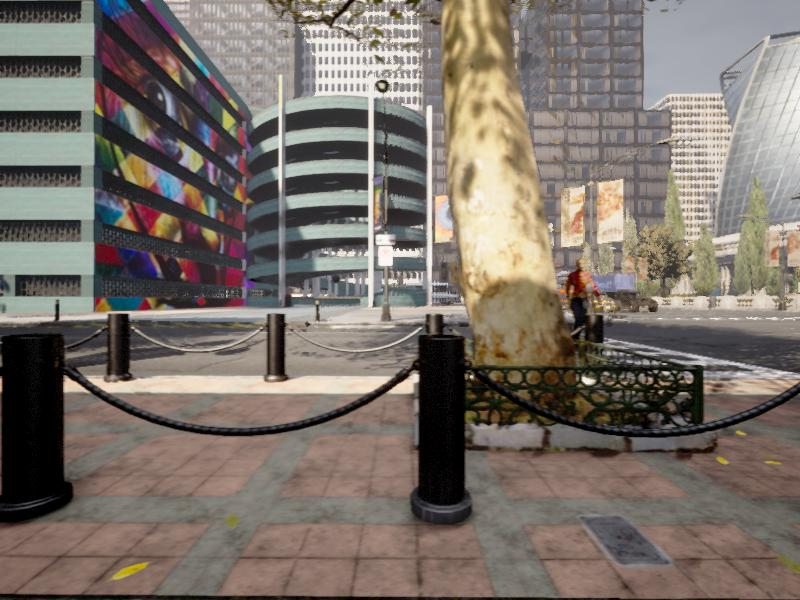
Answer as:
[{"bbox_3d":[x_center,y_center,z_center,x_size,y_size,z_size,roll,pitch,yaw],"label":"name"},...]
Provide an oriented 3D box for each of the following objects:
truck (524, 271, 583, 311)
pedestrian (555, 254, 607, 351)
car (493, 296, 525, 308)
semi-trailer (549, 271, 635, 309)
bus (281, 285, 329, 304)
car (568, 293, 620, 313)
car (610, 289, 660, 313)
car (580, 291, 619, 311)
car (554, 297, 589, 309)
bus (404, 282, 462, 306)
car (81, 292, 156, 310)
[{"bbox_3d":[15.967,-0.900,42.436,2.891,3.827,8.468,0,0,-1],"label":"truck"},{"bbox_3d":[3.619,0.041,8.064,0.751,1.860,0.751,0,0,6],"label":"pedestrian"},{"bbox_3d":[14.834,0.245,54.964,2.038,1.542,4.974,0,0,-15],"label":"car"},{"bbox_3d":[25.326,-1.191,54.167,2.717,4.402,14.254,1,0,-10],"label":"semi-trailer"},{"bbox_3d":[-21.146,-1.163,89.616,10.273,4.253,3.944,0,0,-8],"label":"bus"},{"bbox_3d":[15.915,0.222,33.172,1.801,1.575,5.366,0,0,0],"label":"car"},{"bbox_3d":[19.405,0.072,33.234,1.905,1.878,3.866,0,0,0],"label":"car"},{"bbox_3d":[19.429,0.072,39.118,1.905,1.878,3.866,0,0,0],"label":"car"},{"bbox_3d":[19.377,0.370,45.434,1.895,1.301,4.718,0,0,-2],"label":"car"},{"bbox_3d":[6.151,-1.124,75.896,10.273,4.253,3.944,0,-1,35],"label":"bus"},{"bbox_3d":[-23.704,0.084,33.830,4.902,1.511,2.128,0,0,0],"label":"car"}]
